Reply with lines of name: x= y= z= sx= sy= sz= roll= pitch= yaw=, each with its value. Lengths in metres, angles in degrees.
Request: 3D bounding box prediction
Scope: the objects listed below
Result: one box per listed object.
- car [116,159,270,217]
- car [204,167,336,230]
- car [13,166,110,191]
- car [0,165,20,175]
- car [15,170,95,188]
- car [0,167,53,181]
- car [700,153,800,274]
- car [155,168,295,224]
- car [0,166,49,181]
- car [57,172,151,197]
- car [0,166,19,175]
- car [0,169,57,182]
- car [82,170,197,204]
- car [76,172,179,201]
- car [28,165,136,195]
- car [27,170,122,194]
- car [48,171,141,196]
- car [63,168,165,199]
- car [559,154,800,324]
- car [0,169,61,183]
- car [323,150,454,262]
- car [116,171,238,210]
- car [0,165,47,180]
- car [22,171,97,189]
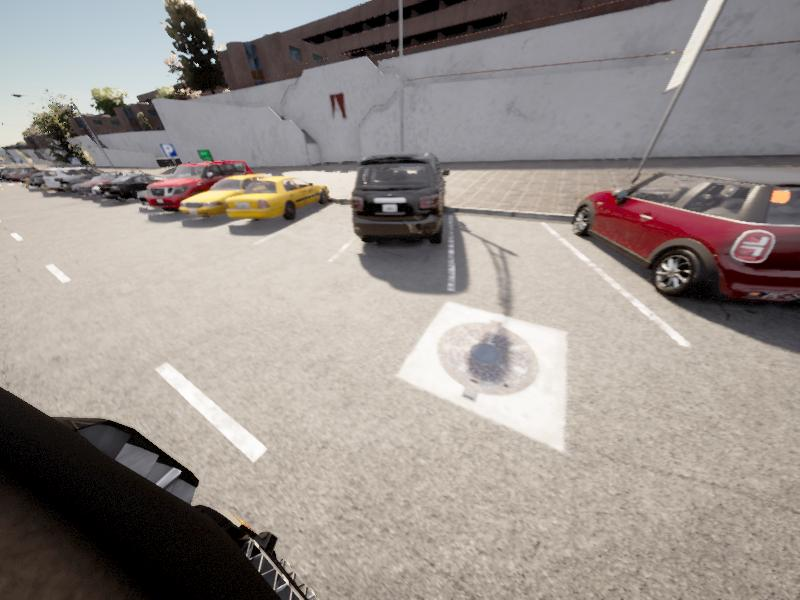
car: x=-10.117 y=-6.145 z=12.268 sx=2.435 sy=2.045 sz=5.566 roll=4 pitch=33 yaw=10
car: x=-4.890 y=-4.600 z=9.939 sx=1.946 sy=1.575 sz=5.366 roll=3 pitch=33 yaw=10
car: x=-38.678 y=-14.202 z=26.754 sx=2.435 sy=2.045 sz=5.566 roll=4 pitch=34 yaw=9
car: x=-95.643 y=-30.934 z=55.072 sx=1.878 sy=1.987 sz=4.442 roll=5 pitch=34 yaw=9
car: x=-43.843 y=-15.627 z=29.671 sx=1.946 sy=1.575 sz=5.366 roll=4 pitch=34 yaw=9
car: x=-64.646 y=-21.704 z=39.797 sx=2.185 sy=1.767 sz=4.553 roll=4 pitch=34 yaw=9
car: x=8.063 y=-0.955 z=3.165 sx=2.185 sy=1.767 sz=4.553 roll=4 pitch=33 yaw=9
car: x=-7.543 y=-5.127 z=10.950 sx=1.946 sy=1.575 sz=5.366 roll=4 pitch=33 yaw=10
car: x=-67.207 y=-22.626 z=41.152 sx=1.878 sy=1.987 sz=4.442 roll=4 pitch=34 yaw=9
car: x=-25.674 y=-10.263 z=20.382 sx=2.002 sy=1.452 sz=4.674 roll=4 pitch=33 yaw=9
car: x=-98.222 y=-31.689 z=56.470 sx=2.185 sy=1.767 sz=4.553 roll=5 pitch=34 yaw=9
car: x=-62.057 y=-20.823 z=38.621 sx=2.002 sy=1.452 sz=4.674 roll=4 pitch=34 yaw=9
car: x=-17.897 y=-8.115 z=16.392 sx=2.097 sy=1.535 sz=5.008 roll=3 pitch=33 yaw=10
car: x=-20.485 y=-8.810 z=17.743 sx=2.002 sy=1.452 sz=4.674 roll=4 pitch=33 yaw=10
car: x=-30.883 y=-11.997 z=22.877 sx=2.435 sy=2.045 sz=5.566 roll=4 pitch=33 yaw=10
car: x=-33.506 y=-12.417 z=24.148 sx=1.946 sy=1.575 sz=5.366 roll=4 pitch=33 yaw=9
car: x=-28.279 y=-11.025 z=21.717 sx=2.163 sy=1.488 sz=4.792 roll=4 pitch=33 yaw=10
car: x=-23.082 y=-9.691 z=18.997 sx=2.185 sy=1.767 sz=4.553 roll=4 pitch=33 yaw=10
car: x=5.449 y=-1.658 z=4.427 sx=2.185 sy=1.767 sz=4.553 roll=4 pitch=33 yaw=10
car: x=-59.456 y=-20.055 z=37.296 sx=2.163 sy=1.488 sz=4.792 roll=4 pitch=34 yaw=9
car: x=0.259 y=-3.265 z=7.039 sx=2.435 sy=2.045 sz=5.566 roll=3 pitch=33 yaw=10
car: x=-12.703 y=-6.633 z=13.741 sx=2.163 sy=1.488 sz=4.792 roll=4 pitch=33 yaw=10
car: x=-72.387 y=-24.083 z=43.596 sx=2.435 sy=2.045 sz=5.566 roll=4 pitch=34 yaw=9
car: x=-41.266 y=-14.735 z=28.243 sx=2.002 sy=1.452 sz=4.674 roll=4 pitch=34 yaw=9
